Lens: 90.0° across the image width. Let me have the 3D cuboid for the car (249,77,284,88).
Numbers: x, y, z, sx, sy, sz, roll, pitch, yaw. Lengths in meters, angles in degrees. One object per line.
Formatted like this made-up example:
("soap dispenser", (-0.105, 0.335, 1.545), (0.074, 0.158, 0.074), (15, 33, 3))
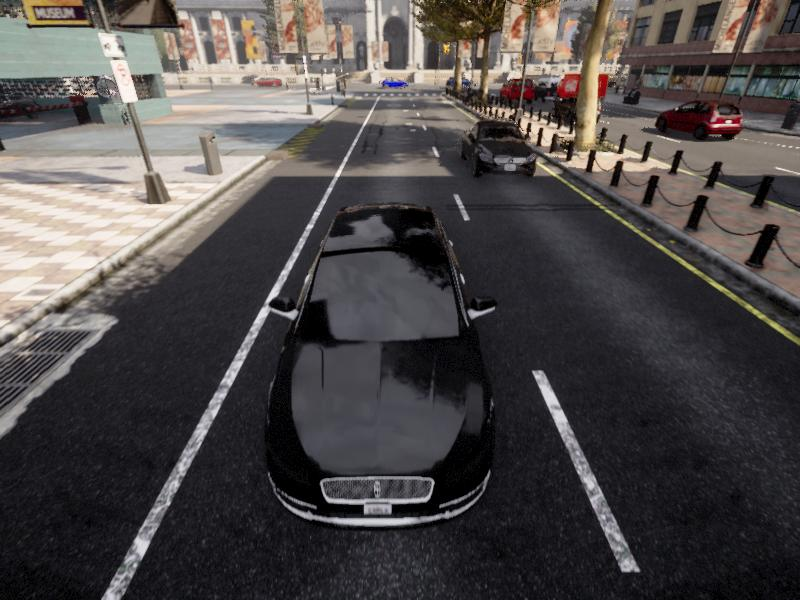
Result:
("car", (-21.331, -34.791, 63.959), (4.792, 1.488, 2.163), (0, 30, 0))

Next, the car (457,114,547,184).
("car", (3.194, -5.256, 13.553), (1.812, 1.442, 4.674), (0, 30, 0))

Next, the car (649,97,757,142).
("car", (14.789, -9.048, 19.887), (1.851, 1.617, 3.988), (-3, 30, -6))

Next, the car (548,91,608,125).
("car", (11.106, -12.192, 25.255), (1.851, 1.617, 3.988), (0, 30, 0))

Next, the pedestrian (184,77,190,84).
("pedestrian", (-38.979, -40.159, 73.132), (0.500, 1.100, 0.500), (4, 31, 7))

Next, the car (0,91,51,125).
("car", (-23.832, -11.348, 23.624), (2.128, 1.511, 4.902), (0, 30, -1))

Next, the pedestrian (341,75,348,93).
("pedestrian", (-6.662, -25.930, 48.107), (0.751, 1.860, 0.751), (-1, 30, -1))

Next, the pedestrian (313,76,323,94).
("pedestrian", (-9.617, -25.162, 46.792), (0.751, 1.860, 0.751), (7, 31, 11))

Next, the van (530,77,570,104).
("van", (14.451, -20.391, 38.842), (2.069, 2.038, 4.480), (0, 30, 0))

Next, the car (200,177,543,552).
("car", (-0.172, -0.066, 4.627), (1.837, 1.490, 4.892), (0, 31, -1))

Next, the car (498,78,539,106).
("car", (10.944, -19.576, 37.439), (2.150, 2.045, 5.566), (1, 30, 1))

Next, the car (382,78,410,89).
("car", (-0.675, -33.072, 61.042), (4.193, 1.474, 1.816), (0, 30, 0))

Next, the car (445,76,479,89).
("car", (9.395, -33.162, 61.050), (4.856, 1.649, 2.033), (0, 30, 0))

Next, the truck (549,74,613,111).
("truck", (14.517, -16.987, 32.575), (2.627, 2.467, 5.204), (0, 29, 0))

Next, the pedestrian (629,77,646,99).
("pedestrian", (24.097, -21.535, 40.640), (0.751, 1.860, 0.751), (-2, 30, -4))
